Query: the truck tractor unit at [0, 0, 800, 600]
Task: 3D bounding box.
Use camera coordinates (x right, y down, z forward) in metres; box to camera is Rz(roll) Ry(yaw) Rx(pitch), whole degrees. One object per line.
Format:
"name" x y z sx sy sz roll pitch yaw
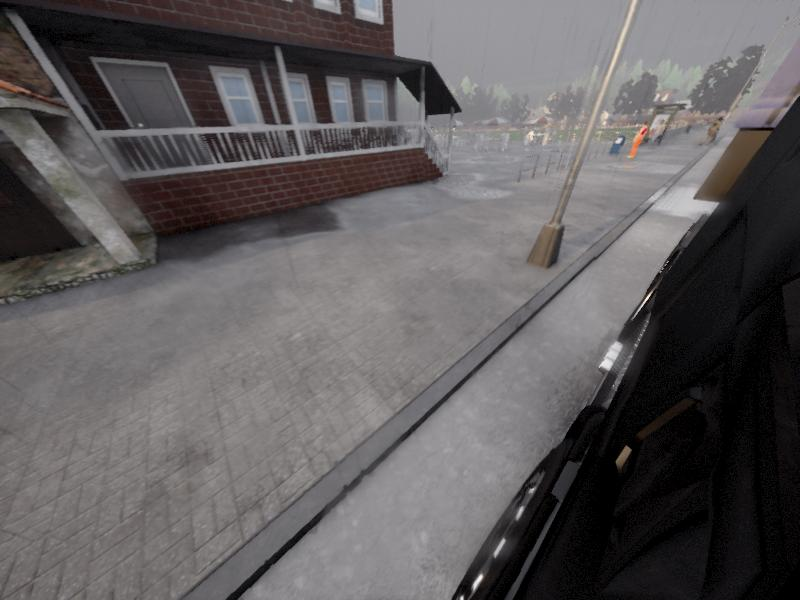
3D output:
"truck tractor unit" 2.645 -0.295 0.352 6.516 4.208 3.053 -28 44 -30

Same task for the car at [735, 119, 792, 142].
"car" 32.845 -15.413 20.981 4.902 1.511 2.128 -28 44 -30

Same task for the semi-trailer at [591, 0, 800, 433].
"semi-trailer" 9.121 -3.270 3.770 14.254 4.402 2.717 -23 41 -25

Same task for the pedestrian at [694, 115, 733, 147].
"pedestrian" 23.644 -12.735 17.456 0.751 1.860 0.751 -10 37 -10

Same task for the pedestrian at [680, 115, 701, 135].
"pedestrian" 34.778 -20.866 27.638 0.751 1.860 0.751 -28 44 -30

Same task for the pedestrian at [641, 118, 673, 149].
"pedestrian" 19.811 -12.847 17.836 0.751 1.860 0.751 -18 40 -20

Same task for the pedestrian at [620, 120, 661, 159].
"pedestrian" 14.372 -9.645 13.890 0.751 1.860 0.751 -9 37 -8
